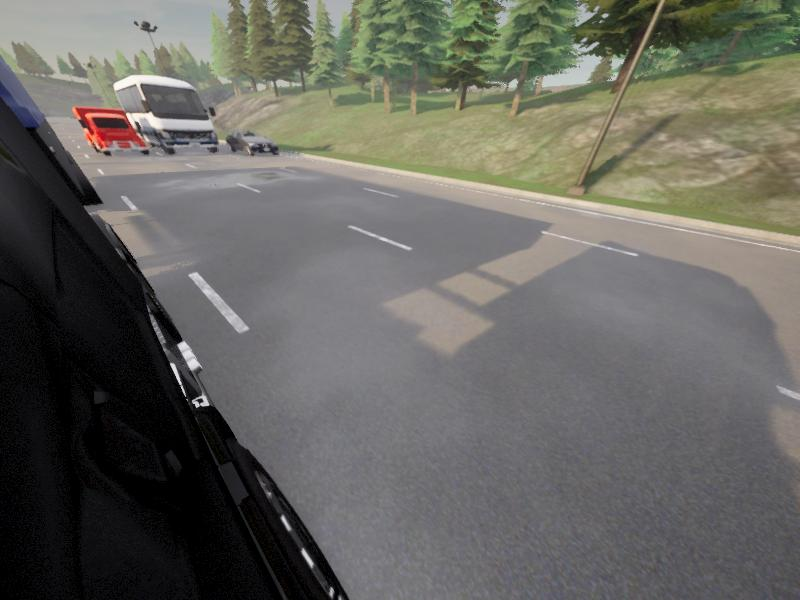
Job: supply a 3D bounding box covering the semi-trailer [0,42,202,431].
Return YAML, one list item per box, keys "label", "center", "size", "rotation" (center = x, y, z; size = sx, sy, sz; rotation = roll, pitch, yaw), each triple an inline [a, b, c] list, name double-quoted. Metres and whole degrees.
- label: "semi-trailer"
  center: [-8.703, -3.597, 4.230]
  size: [14.254, 4.402, 2.717]
  rotation: [28, 44, 30]

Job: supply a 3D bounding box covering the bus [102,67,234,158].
- label: "bus"
  center: [-17.820, -13.989, 17.706]
  size: [10.273, 4.253, 3.944]
  rotation: [28, 44, 30]

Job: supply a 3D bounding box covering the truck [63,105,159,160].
- label: "truck"
  center: [-18.723, -10.908, 15.015]
  size: [5.204, 2.467, 2.627]
  rotation: [28, 44, 30]

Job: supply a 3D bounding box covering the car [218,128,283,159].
- label: "car"
  center: [-11.654, -12.259, 17.973]
  size: [5.027, 1.651, 2.152]
  rotation: [28, 44, 30]

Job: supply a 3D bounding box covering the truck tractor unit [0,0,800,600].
- label: "truck tractor unit"
  center: [-2.645, -0.295, 0.351]
  size: [6.516, 4.208, 3.053]
  rotation: [28, 44, 30]
